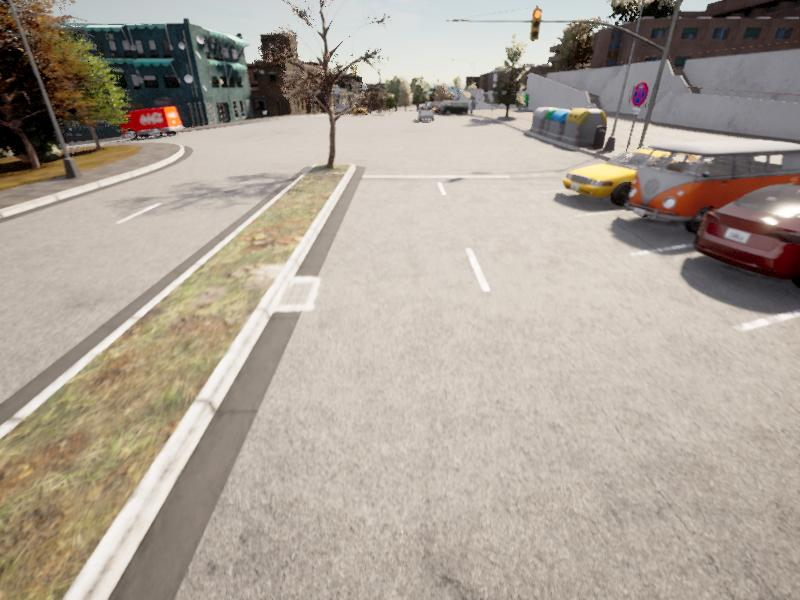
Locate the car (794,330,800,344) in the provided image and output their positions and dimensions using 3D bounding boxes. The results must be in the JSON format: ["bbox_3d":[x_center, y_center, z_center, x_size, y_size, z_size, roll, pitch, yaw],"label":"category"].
[{"bbox_3d":[8.234,-0.107,5.121,5.366,1.575,1.946,-9,29,-18],"label":"car"}]

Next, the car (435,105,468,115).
[{"bbox_3d":[7.993,-29.507,62.129,4.674,1.452,2.002,-8,27,-18],"label":"car"}]

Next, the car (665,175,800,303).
[{"bbox_3d":[8.083,-1.425,7.738,4.792,1.488,2.163,-9,29,-18],"label":"car"}]

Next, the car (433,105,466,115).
[{"bbox_3d":[7.997,-30.810,64.802,4.674,1.452,2.002,-8,28,-18],"label":"car"}]

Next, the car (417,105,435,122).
[{"bbox_3d":[2.923,-21.147,45.228,1.845,1.501,3.633,-1,28,0],"label":"car"}]

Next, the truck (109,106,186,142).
[{"bbox_3d":[-24.135,-16.976,38.516,5.204,2.467,2.627,-4,28,5],"label":"truck"}]

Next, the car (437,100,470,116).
[{"bbox_3d":[7.895,-28.423,59.292,4.442,1.987,1.878,-8,28,-18],"label":"car"}]

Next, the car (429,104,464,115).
[{"bbox_3d":[7.819,-32.127,67.401,5.366,1.575,1.946,-8,28,-18],"label":"car"}]

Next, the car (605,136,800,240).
[{"bbox_3d":[7.949,-2.997,10.220,4.442,1.987,1.878,-9,29,-18],"label":"car"}]

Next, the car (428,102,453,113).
[{"bbox_3d":[7.876,-37.556,78.033,4.442,1.987,1.878,-8,28,-18],"label":"car"}]

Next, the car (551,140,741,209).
[{"bbox_3d":[7.879,-4.158,12.950,5.366,1.575,1.946,-9,29,-18],"label":"car"}]

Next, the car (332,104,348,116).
[{"bbox_3d":[-8.940,-28.634,60.215,1.845,1.501,3.633,0,26,0],"label":"car"}]

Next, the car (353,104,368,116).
[{"bbox_3d":[-5.940,-28.963,60.884,1.882,1.535,5.008,0,26,0],"label":"car"}]
